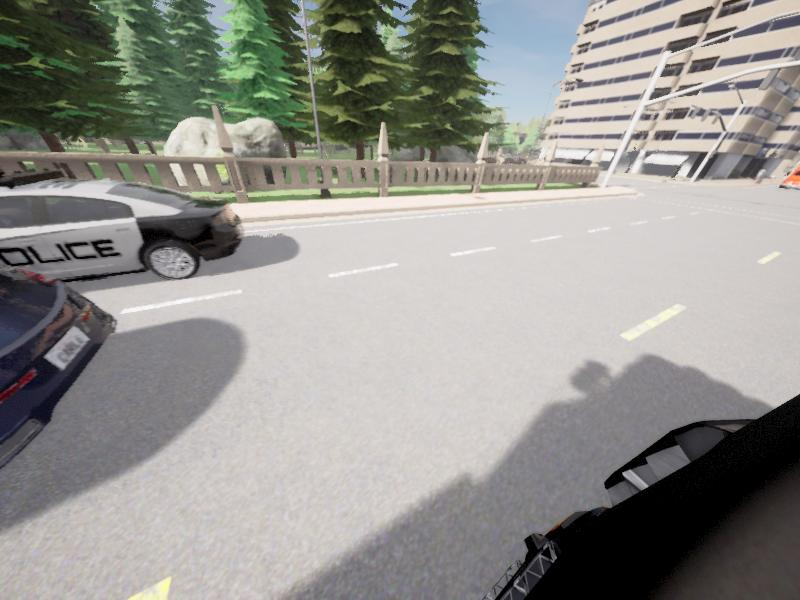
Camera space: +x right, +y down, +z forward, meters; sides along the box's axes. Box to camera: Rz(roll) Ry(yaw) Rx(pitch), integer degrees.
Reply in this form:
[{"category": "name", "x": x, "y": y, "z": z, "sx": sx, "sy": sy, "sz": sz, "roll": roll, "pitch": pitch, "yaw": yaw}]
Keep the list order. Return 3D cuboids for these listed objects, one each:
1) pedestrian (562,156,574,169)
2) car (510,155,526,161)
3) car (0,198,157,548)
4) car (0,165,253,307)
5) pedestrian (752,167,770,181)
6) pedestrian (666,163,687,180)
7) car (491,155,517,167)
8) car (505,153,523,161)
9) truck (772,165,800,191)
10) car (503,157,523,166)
[{"category": "pedestrian", "x": 29.836, "y": -24.364, "z": 41.002, "sx": 0.751, "sy": 1.860, "sz": 0.751, "roll": -8, "pitch": 35, "yaw": -16}, {"category": "car", "x": 38.986, "y": -46.819, "z": 76.262, "sx": 4.674, "sy": 1.442, "sz": 1.812, "roll": -14, "pitch": 37, "yaw": -24}, {"category": "car", "x": -4.995, "y": 0.814, "z": 0.868, "sx": 5.027, "sy": 1.651, "sz": 2.152, "roll": -14, "pitch": 37, "yaw": -23}, {"category": "car", "x": -5.704, "y": -1.191, "z": 3.813, "sx": 5.238, "sy": 1.638, "sz": 1.930, "roll": -14, "pitch": 37, "yaw": -23}, {"category": "pedestrian", "x": 60.429, "y": -21.108, "z": 38.689, "sx": 0.751, "sy": 1.860, "sz": 0.751, "roll": -16, "pitch": 38, "yaw": -27}, {"category": "pedestrian", "x": 34.595, "y": -16.102, "z": 28.942, "sx": 0.751, "sy": 1.860, "sz": 0.751, "roll": -10, "pitch": 36, "yaw": -19}, {"category": "car", "x": 19.084, "y": -25.655, "z": 42.555, "sx": 2.242, "sy": 1.667, "sz": 4.611, "roll": -1, "pitch": 34, "yaw": -6}, {"category": "car", "x": 39.192, "y": -49.299, "z": 79.468, "sx": 5.566, "sy": 2.045, "sz": 2.150, "roll": -14, "pitch": 37, "yaw": -24}, {"category": "truck", "x": 48.999, "y": -14.763, "z": 27.950, "sx": 5.204, "sy": 2.467, "sz": 2.627, "roll": -14, "pitch": 37, "yaw": -23}, {"category": "car", "x": 22.522, "y": -27.730, "z": 46.236, "sx": 1.994, "sy": 1.385, "sz": 4.181, "roll": 2, "pitch": 34, "yaw": -1}]
